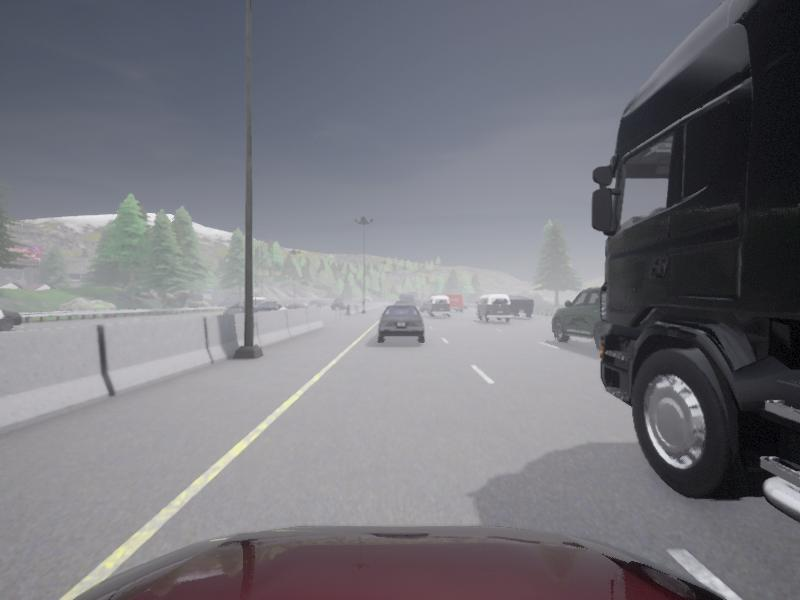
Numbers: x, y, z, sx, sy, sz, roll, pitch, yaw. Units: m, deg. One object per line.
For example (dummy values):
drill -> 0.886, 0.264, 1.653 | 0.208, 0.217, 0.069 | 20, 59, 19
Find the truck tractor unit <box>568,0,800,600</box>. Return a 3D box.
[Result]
truck tractor unit -> 3.495, -0.520, 1.473 | 3.053, 4.208, 6.516 | 0, 0, 0

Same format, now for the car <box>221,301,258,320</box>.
car -> -14.015, 0.879, 35.053 | 1.845, 1.501, 3.633 | 0, 0, -1

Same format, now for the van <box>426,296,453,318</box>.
van -> 3.834, 0.632, 39.607 | 2.069, 2.038, 4.480 | 0, 0, -2

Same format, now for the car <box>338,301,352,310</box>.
car -> -10.253, 0.934, 74.760 | 1.801, 1.575, 5.366 | 0, 0, 0

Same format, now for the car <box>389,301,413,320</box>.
car -> 0.120, 0.885, 36.359 | 2.038, 1.542, 4.974 | 0, 0, 0

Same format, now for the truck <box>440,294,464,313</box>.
truck -> 7.253, 0.442, 56.019 | 2.627, 2.467, 5.204 | 0, 0, -1

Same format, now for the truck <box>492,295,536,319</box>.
truck -> 10.627, 0.600, 37.973 | 2.390, 2.098, 6.274 | 0, 0, 0

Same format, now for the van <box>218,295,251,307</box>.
van -> -34.548, 0.231, 83.628 | 5.915, 2.561, 1.988 | 0, 0, 0

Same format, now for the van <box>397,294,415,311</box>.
van -> 0.887, 0.413, 61.802 | 1.988, 2.561, 5.915 | 0, -1, -8

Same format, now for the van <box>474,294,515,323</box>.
van -> 7.100, 0.618, 30.484 | 2.069, 2.038, 4.480 | 0, 0, 0

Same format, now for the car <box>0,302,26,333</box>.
car -> -20.940, 0.857, 18.811 | 2.038, 1.542, 4.974 | 0, 0, 0

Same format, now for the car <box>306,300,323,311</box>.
car -> -13.790, 0.887, 64.471 | 1.851, 1.617, 3.988 | 0, 0, 0

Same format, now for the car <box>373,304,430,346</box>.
car -> 0.055, 0.921, 16.848 | 2.033, 1.411, 5.357 | 0, 0, 0

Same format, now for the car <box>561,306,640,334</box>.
car -> 10.570, 0.976, 21.521 | 1.895, 1.301, 4.718 | 0, 0, 0

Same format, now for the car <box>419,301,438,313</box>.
car -> 3.710, 0.917, 53.362 | 2.128, 1.511, 4.902 | 0, 0, 0

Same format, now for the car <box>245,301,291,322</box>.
car -> -10.397, 0.876, 31.925 | 2.038, 1.542, 4.974 | 0, 0, 0

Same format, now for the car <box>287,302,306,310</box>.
car -> -17.279, 1.041, 67.102 | 1.895, 1.301, 4.718 | 0, 0, 0

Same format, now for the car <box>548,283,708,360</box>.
car -> 7.046, 0.586, 13.355 | 2.150, 2.045, 5.566 | 0, 0, 0

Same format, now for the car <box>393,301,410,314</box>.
car -> 0.174, 0.908, 52.221 | 2.038, 1.542, 4.974 | 0, 0, 0

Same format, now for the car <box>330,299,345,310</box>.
car -> -10.282, 0.747, 66.387 | 1.905, 1.878, 3.866 | 0, 0, 0
